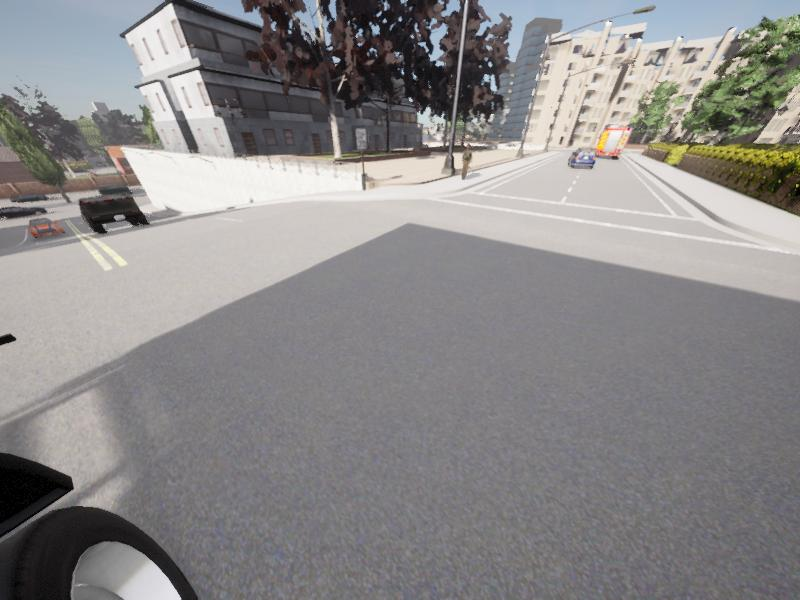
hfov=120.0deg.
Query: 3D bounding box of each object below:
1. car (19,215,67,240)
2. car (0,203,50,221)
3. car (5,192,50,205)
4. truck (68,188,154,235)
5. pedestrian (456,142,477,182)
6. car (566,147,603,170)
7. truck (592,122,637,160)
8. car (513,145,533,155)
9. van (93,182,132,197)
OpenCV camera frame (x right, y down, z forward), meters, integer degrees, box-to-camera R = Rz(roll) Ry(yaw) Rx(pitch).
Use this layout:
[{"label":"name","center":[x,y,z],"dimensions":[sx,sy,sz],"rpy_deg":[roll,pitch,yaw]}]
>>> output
[{"label":"car","center":[-38.257,-7.863,24.838],"dimensions":[4.553,1.767,2.097],"rpy_deg":[16,38,32]},{"label":"car","center":[-57.573,-13.273,34.818],"dimensions":[1.882,1.535,5.008],"rpy_deg":[22,41,28]},{"label":"car","center":[-69.002,-18.925,42.868],"dimensions":[1.994,1.385,4.181],"rpy_deg":[22,41,28]},{"label":"truck","center":[-18.941,-5.662,15.098],"dimensions":[6.274,2.098,2.390],"rpy_deg":[12,35,35]},{"label":"pedestrian","center":[3.744,-7.784,13.052],"dimensions":[0.751,1.860,0.751],"rpy_deg":[11,37,15]},{"label":"car","center":[16.875,-13.162,21.343],"dimensions":[1.789,1.549,3.705],"rpy_deg":[15,38,20]},{"label":"truck","center":[29.492,-22.109,32.149],"dimensions":[2.891,3.827,8.468],"rpy_deg":[23,41,28]},{"label":"car","center":[29.878,-36.463,56.275],"dimensions":[3.806,1.475,1.970],"rpy_deg":[14,36,35]},{"label":"van","center":[-59.994,-23.081,48.267],"dimensions":[1.775,1.987,4.442],"rpy_deg":[22,41,28]}]
